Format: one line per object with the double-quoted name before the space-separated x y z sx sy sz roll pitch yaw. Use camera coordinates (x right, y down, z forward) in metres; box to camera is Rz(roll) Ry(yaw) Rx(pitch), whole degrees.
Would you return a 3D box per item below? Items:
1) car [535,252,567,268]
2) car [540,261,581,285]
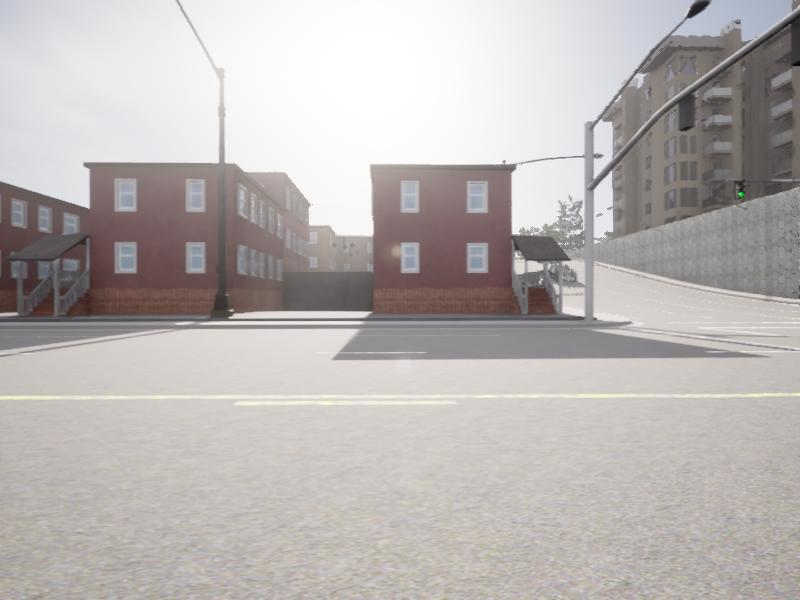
"car" 19.513 -5.252 51.994 2.128 1.511 4.902 0 12 0
"car" 16.100 -2.789 40.358 2.033 1.649 4.856 0 12 0
